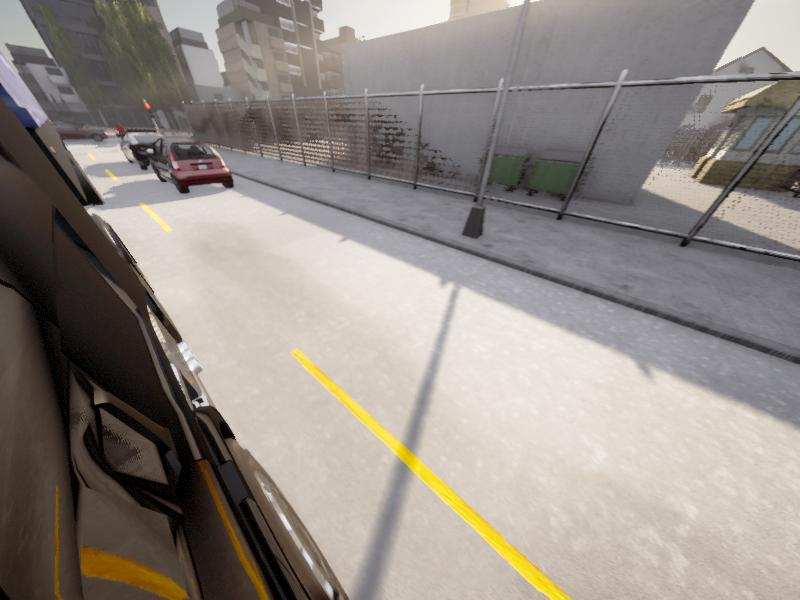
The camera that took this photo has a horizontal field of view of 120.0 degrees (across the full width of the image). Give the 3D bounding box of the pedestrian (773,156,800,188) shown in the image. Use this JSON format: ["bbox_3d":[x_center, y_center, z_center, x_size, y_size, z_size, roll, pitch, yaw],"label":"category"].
[{"bbox_3d":[24.793,-8.060,14.307,0.751,1.860,0.751,28,44,30],"label":"pedestrian"}]

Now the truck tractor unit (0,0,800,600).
[{"bbox_3d":[-2.645,-0.295,0.351,6.516,4.208,3.053,28,44,30],"label":"truck tractor unit"}]

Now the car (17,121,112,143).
[{"bbox_3d":[-30.325,-15.343,21.120,1.812,1.442,4.674,28,43,30],"label":"car"}]

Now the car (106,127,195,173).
[{"bbox_3d":[-13.413,-8.157,12.388,5.238,1.638,1.930,28,43,29],"label":"car"}]

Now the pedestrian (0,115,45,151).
[{"bbox_3d":[-24.824,-10.905,15.123,0.751,1.860,0.751,13,38,13],"label":"pedestrian"}]

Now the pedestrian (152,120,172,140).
[{"bbox_3d":[-26.957,-19.241,26.180,0.751,1.860,0.751,29,44,31],"label":"pedestrian"}]

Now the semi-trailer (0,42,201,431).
[{"bbox_3d":[-8.688,-3.604,4.248,14.254,4.402,2.717,28,44,30],"label":"semi-trailer"}]

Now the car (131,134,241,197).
[{"bbox_3d":[-8.336,-5.383,9.018,3.988,1.617,1.851,28,43,30],"label":"car"}]

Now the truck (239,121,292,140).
[{"bbox_3d":[-20.473,-26.076,35.613,2.390,2.098,6.274,28,43,30],"label":"truck"}]

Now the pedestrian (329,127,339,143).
[{"bbox_3d":[-9.154,-22.801,31.931,0.751,1.860,0.751,18,39,20],"label":"pedestrian"}]

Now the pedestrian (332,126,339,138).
[{"bbox_3d":[-13.177,-34.346,47.170,0.751,1.860,0.751,26,43,28],"label":"pedestrian"}]

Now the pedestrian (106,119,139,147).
[{"bbox_3d":[-23.108,-13.896,19.249,0.751,1.860,0.751,8,37,8],"label":"pedestrian"}]
